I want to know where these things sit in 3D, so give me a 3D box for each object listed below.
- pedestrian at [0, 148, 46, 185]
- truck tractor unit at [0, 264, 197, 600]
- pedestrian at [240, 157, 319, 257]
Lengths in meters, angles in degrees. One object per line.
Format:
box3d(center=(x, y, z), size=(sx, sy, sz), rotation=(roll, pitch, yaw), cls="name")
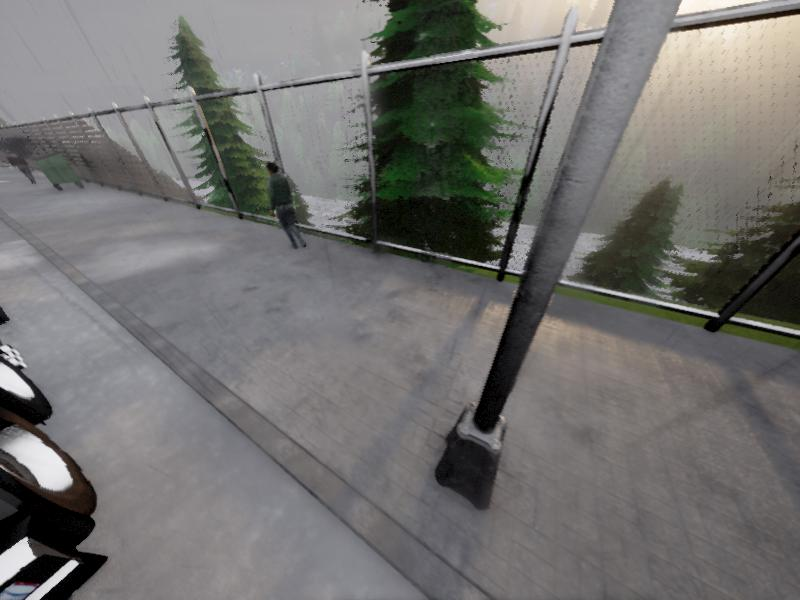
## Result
box3d(center=(-22.502, -7.918, 13.708), size=(0.751, 1.860, 0.751), rotation=(21, 40, 28), cls="pedestrian")
box3d(center=(-5.110, -0.303, 0.778), size=(6.516, 4.208, 3.053), rotation=(18, 39, 24), cls="truck tractor unit")
box3d(center=(-2.524, -2.006, 5.048), size=(0.751, 1.860, 0.751), rotation=(17, 38, 23), cls="pedestrian")
